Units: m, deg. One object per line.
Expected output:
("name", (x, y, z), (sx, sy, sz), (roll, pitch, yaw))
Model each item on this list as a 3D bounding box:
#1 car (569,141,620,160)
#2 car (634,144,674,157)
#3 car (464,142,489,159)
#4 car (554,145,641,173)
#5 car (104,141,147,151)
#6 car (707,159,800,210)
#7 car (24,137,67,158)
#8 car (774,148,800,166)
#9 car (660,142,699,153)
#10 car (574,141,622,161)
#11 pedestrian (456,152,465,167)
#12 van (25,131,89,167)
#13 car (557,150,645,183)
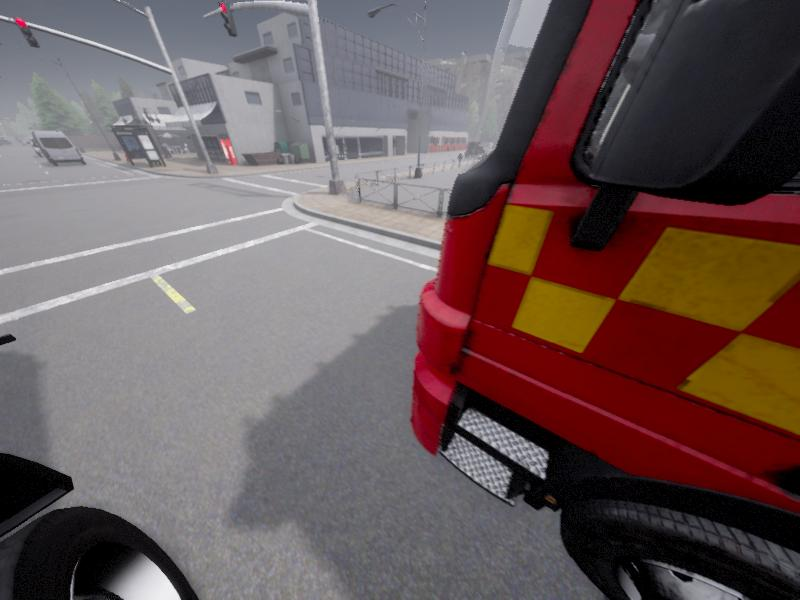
("car", (24.920, -19.314, 29.759), (4.605, 1.855, 1.932), (23, 41, 28))
("car", (40.164, -23.792, 36.704), (3.806, 1.475, 1.970), (23, 41, 28))
("car", (10.962, -21.595, 33.218), (1.905, 1.878, 3.866), (23, 41, 28))
("car", (16.090, -11.804, 19.162), (5.027, 1.636, 2.152), (23, 41, 28))
("car", (-52.569, -29.550, 44.353), (1.837, 1.490, 4.892), (24, 41, 29))
("car", (16.191, -4.481, 9.046), (4.514, 1.523, 2.007), (23, 41, 28))
("car", (-45.631, -19.731, 29.740), (5.566, 2.045, 2.150), (24, 41, 29))
("car", (42.088, -14.519, 23.477), (3.633, 1.501, 1.845), (23, 41, 28))
("car", (57.187, -31.353, 47.399), (4.605, 1.855, 1.932), (22, 41, 28))
("car", (23.559, -17.835, 27.620), (3.866, 1.878, 1.905), (23, 41, 28))
("pedestrian", (5.584, -13.065, 21.485), (0.500, 1.100, 0.500), (22, 41, 28))
("van", (-32.077, -14.218, 21.607), (5.915, 2.561, 1.988), (23, 41, 28))
("car", (12.606, -8.636, 14.789), (3.806, 1.475, 1.970), (23, 41, 28))
